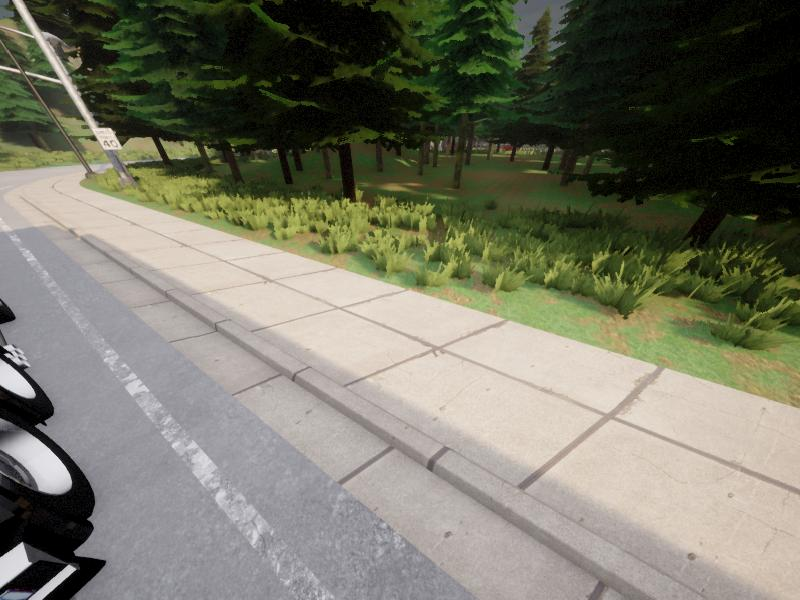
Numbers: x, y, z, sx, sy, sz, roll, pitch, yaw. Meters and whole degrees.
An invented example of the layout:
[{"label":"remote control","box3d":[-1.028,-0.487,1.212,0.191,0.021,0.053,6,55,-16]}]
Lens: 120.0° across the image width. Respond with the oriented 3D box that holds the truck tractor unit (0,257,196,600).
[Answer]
[{"label":"truck tractor unit","box3d":[-5.099,-0.312,0.797,6.516,4.208,3.053,19,39,25]}]
